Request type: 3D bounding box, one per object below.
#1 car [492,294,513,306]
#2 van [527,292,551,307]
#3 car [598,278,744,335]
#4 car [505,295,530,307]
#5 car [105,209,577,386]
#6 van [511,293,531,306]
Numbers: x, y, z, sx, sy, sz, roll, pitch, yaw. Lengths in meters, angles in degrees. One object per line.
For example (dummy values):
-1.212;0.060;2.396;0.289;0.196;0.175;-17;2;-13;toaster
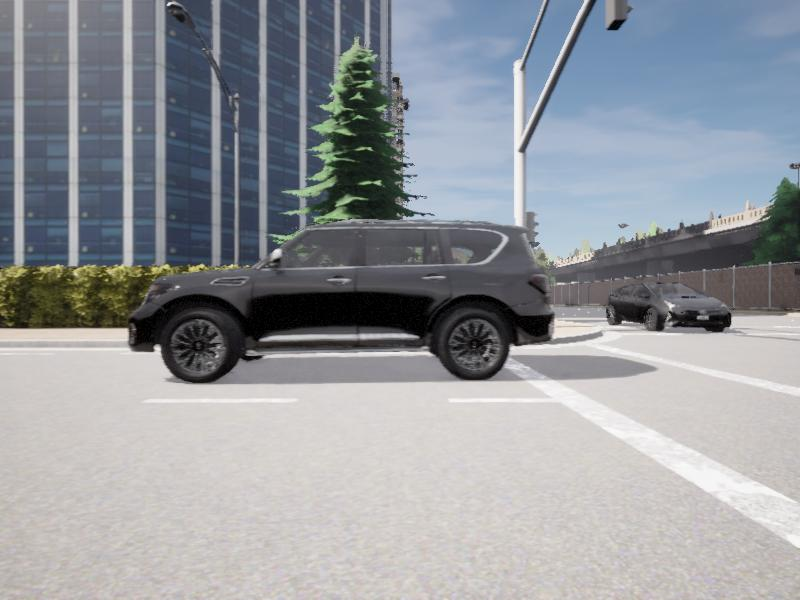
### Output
15.894;0.013;62.165;2.097;1.767;4.553;0;0;0;car
19.374;-0.090;56.003;1.775;1.987;4.442;0;0;0;van
8.396;0.167;13.015;2.007;1.525;4.514;0;0;6;car
15.871;0.145;54.258;2.038;1.542;4.974;0;0;0;car
-0.670;-0.028;5.826;5.566;2.045;2.150;0;0;-3;car
19.400;-0.089;64.321;1.775;1.987;4.442;0;0;0;van
